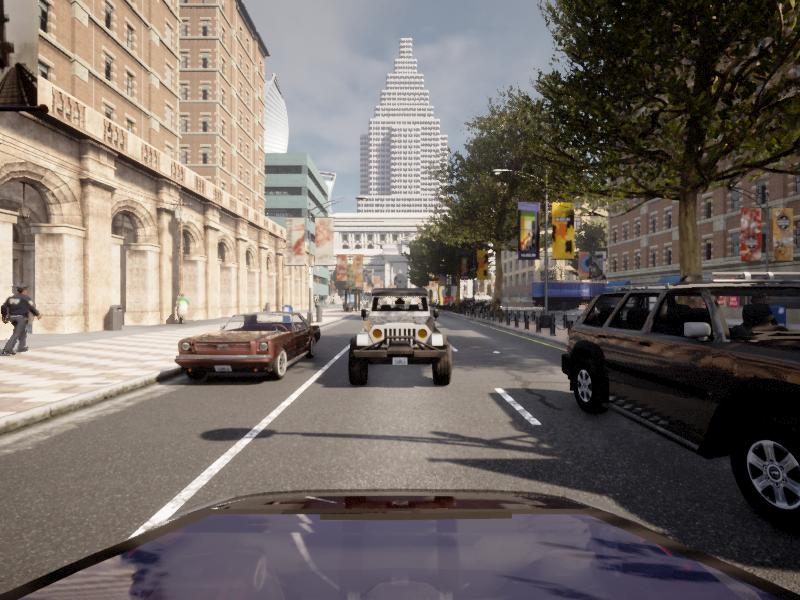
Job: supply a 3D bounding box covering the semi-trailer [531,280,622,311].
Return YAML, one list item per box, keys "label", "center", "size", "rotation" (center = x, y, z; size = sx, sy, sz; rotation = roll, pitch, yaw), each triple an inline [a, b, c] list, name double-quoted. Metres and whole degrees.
- label: "semi-trailer"
  center: [26.610, -0.612, 60.083]
  size: [14.254, 4.402, 2.717]
  rotation: [0, 0, -17]

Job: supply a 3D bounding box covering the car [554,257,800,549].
- label: "car"
  center: [3.501, 0.653, 4.281]
  size: [1.932, 1.855, 4.605]
  rotation: [0, 0, 0]

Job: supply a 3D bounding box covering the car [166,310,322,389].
- label: "car"
  center: [-3.250, 0.940, 9.526]
  size: [1.895, 1.301, 4.718]
  rotation: [0, 0, 0]

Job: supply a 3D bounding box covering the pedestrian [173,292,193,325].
- label: "pedestrian"
  center: [-12.426, 0.488, 22.910]
  size: [0.751, 1.860, 0.751]
  rotation: [0, 0, 0]

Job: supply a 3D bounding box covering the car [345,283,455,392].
- label: "car"
  center: [-0.001, 0.647, 8.850]
  size: [1.905, 1.878, 3.866]
  rotation: [0, 0, 0]

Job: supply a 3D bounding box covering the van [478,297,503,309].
- label: "van"
  center: [16.223, 0.582, 71.716]
  size: [2.069, 2.038, 4.480]
  rotation: [0, 0, -24]

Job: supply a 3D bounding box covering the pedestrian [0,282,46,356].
- label: "pedestrian"
  center: [-9.953, 0.487, 10.458]
  size: [0.751, 1.860, 0.751]
  rotation: [0, 0, -1]
